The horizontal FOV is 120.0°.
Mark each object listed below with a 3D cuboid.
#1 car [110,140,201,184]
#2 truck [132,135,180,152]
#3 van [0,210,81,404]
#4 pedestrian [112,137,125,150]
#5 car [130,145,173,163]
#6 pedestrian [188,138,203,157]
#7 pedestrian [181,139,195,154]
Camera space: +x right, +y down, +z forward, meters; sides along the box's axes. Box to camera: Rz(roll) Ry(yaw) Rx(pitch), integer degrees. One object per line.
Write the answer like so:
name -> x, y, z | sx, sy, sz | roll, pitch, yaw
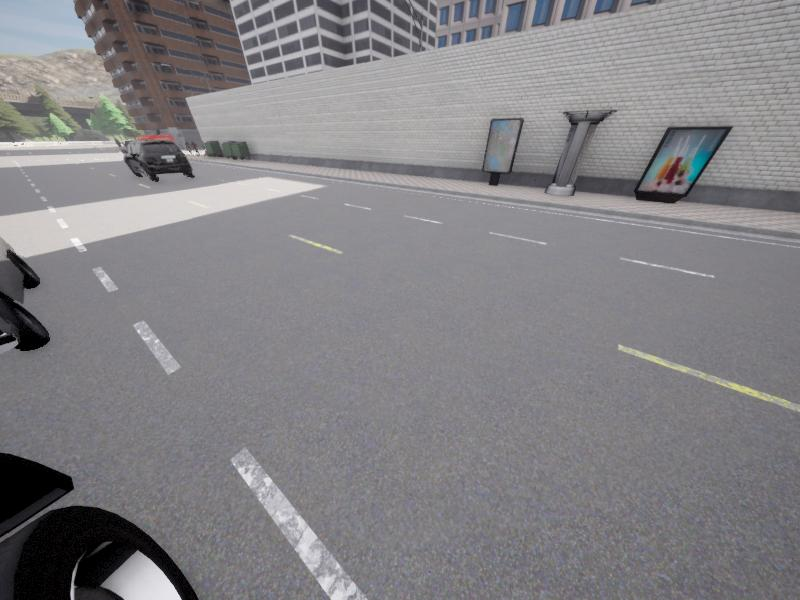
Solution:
car -> -15.603, -8.968, 14.762 | 5.566, 2.045, 2.150 | 22, 41, 28
truck -> -44.483, -28.700, 42.301 | 2.627, 2.467, 5.204 | 27, 43, 33
van -> -6.151, -0.298, 2.542 | 4.480, 2.038, 2.069 | 22, 41, 30
pedestrian -> -52.738, -29.324, 43.283 | 0.751, 1.860, 0.751 | 22, 41, 28
car -> -26.483, -15.615, 24.621 | 4.193, 1.474, 1.816 | 22, 41, 28
pedestrian -> -25.434, -18.939, 28.705 | 0.751, 1.860, 0.751 | -23, 42, -30
pedestrian -> -31.999, -23.240, 34.862 | 0.751, 1.860, 0.751 | 17, 39, 22
